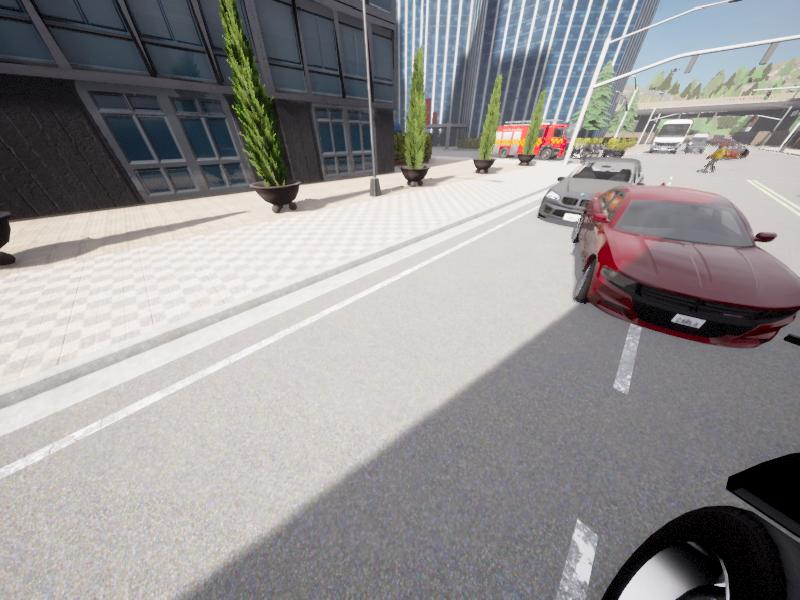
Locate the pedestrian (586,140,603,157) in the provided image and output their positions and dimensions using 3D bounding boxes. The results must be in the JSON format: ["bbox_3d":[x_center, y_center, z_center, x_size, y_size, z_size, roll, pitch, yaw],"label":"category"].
[{"bbox_3d":[25.358,-19.781,30.167,0.751,1.860,0.751,2,35,3],"label":"pedestrian"}]

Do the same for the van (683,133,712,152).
[{"bbox_3d":[51.778,-27.461,40.324,1.988,2.561,5.915,30,45,35],"label":"van"}]

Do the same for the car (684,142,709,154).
[{"bbox_3d":[46.326,-23.820,36.145,1.812,1.442,4.674,30,45,35],"label":"car"}]

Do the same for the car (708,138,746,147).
[{"bbox_3d":[79.930,-38.549,56.592,2.033,1.649,4.856,-6,36,-6],"label":"car"}]

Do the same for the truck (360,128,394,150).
[{"bbox_3d":[-5.303,-36.823,52.959,8.468,3.827,2.891,29,45,35],"label":"truck"}]

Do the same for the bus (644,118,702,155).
[{"bbox_3d":[43.201,-25.913,36.704,3.944,4.253,10.273,30,45,35],"label":"bus"}]

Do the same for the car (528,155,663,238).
[{"bbox_3d":[6.599,-3.728,7.724,4.611,1.667,2.242,-30,44,-35],"label":"car"}]

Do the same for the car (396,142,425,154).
[{"bbox_3d":[1.729,-26.347,39.927,4.856,1.649,2.033,29,45,35],"label":"car"}]

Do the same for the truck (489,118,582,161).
[{"bbox_3d":[15.813,-19.309,27.907,2.891,3.827,8.468,-30,45,-35],"label":"truck"}]

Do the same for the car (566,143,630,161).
[{"bbox_3d":[22.908,-17.343,26.953,5.238,1.638,1.930,29,44,35],"label":"car"}]

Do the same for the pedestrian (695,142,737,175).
[{"bbox_3d":[21.802,-9.792,16.001,0.751,1.860,0.751,16,38,22],"label":"pedestrian"}]

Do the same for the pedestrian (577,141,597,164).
[{"bbox_3d":[18.540,-14.659,22.942,0.751,1.860,0.751,-30,45,-35],"label":"pedestrian"}]

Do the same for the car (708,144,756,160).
[{"bbox_3d":[38.608,-17.199,26.863,4.181,1.385,1.994,-17,39,-23],"label":"car"}]

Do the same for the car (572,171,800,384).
[{"bbox_3d":[4.607,-1.208,4.259,1.882,1.535,5.008,19,39,25],"label":"car"}]
